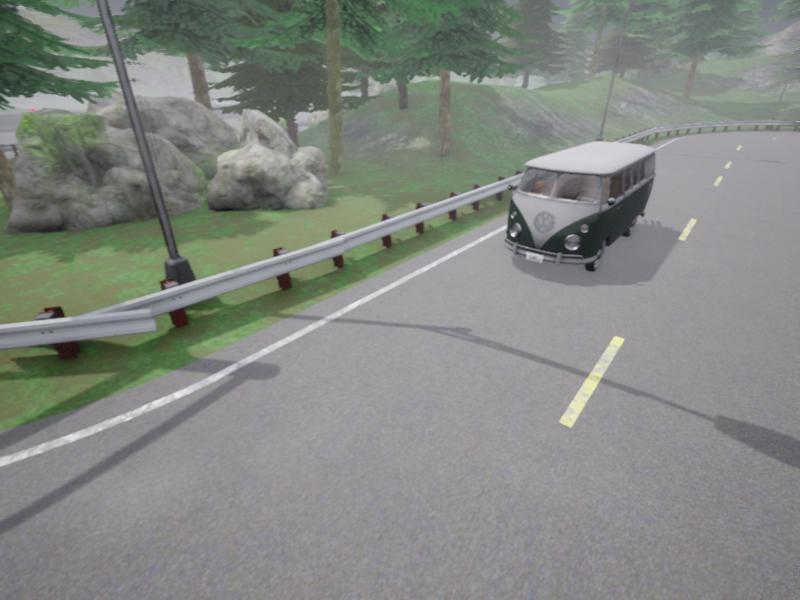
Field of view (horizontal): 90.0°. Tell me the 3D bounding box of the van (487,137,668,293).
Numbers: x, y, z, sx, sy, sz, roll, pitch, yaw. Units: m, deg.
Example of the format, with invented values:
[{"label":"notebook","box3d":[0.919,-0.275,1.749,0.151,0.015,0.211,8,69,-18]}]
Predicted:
[{"label":"van","box3d":[3.793,-2.062,8.273,1.775,1.987,4.442,21,35,35]}]
